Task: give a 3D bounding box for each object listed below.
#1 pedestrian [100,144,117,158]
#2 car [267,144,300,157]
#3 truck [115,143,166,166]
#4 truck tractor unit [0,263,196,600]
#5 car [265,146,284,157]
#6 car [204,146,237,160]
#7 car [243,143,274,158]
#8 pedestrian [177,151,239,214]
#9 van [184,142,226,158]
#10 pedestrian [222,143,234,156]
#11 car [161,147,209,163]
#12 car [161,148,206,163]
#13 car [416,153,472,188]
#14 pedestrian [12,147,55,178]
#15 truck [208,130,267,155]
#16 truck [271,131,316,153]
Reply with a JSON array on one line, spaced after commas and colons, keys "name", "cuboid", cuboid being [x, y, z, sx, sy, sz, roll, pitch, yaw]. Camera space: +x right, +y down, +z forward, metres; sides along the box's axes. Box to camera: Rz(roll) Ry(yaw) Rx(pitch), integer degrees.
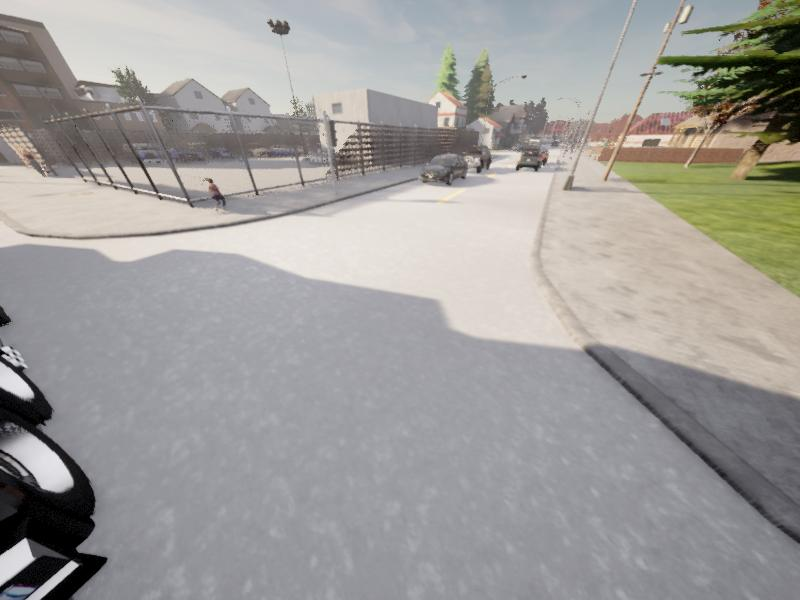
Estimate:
[{"name": "pedestrian", "cuboid": [-45.206, -23.148, 35.858, 0.751, 1.860, 0.751, 20, 39, 26]}, {"name": "car", "cuboid": [-19.546, -25.114, 38.730, 4.611, 1.667, 2.242, 18, 39, 25]}, {"name": "truck", "cuboid": [-29.422, -16.579, 26.229, 4.478, 2.038, 2.069, 18, 39, 25]}, {"name": "truck tractor unit", "cuboid": [-5.111, -0.300, 0.786, 6.516, 4.208, 3.053, 18, 39, 24]}, {"name": "car", "cuboid": [-20.088, -23.799, 37.027, 2.207, 1.379, 1.481, 18, 39, 25]}, {"name": "car", "cuboid": [-25.294, -20.729, 32.594, 3.633, 1.501, 1.845, 18, 39, 25]}, {"name": "car", "cuboid": [-21.922, -23.144, 35.736, 3.866, 1.878, 1.905, 18, 39, 25]}, {"name": "pedestrian", "cuboid": [-6.599, -4.081, 8.073, 0.751, 1.860, 0.751, 6, 35, 9]}, {"name": "van", "cuboid": [-32.491, -25.165, 38.721, 2.069, 2.038, 4.480, 18, 39, 25]}, {"name": "pedestrian", "cuboid": [-28.456, -24.899, 38.231, 0.751, 1.860, 0.751, 15, 38, 21]}, {"name": "car", "cuboid": [-27.036, -18.367, 29.197, 1.789, 1.547, 3.705, 18, 39, 25]}, {"name": "car", "cuboid": [-27.288, -18.241, 29.144, 5.357, 1.415, 2.033, 18, 39, 25]}, {"name": "car", "cuboid": [2.947, -8.514, 14.914, 1.837, 1.490, 4.892, 18, 39, 24]}, {"name": "pedestrian", "cuboid": [-26.201, -9.822, 16.531, 0.751, 1.860, 0.751, 18, 39, 24]}, {"name": "truck", "cuboid": [-31.786, -31.156, 45.764, 2.891, 3.827, 8.468, 18, 39, 25]}, {"name": "truck", "cuboid": [-23.261, -34.977, 51.178, 2.891, 3.827, 8.468, 18, 39, 25]}]
